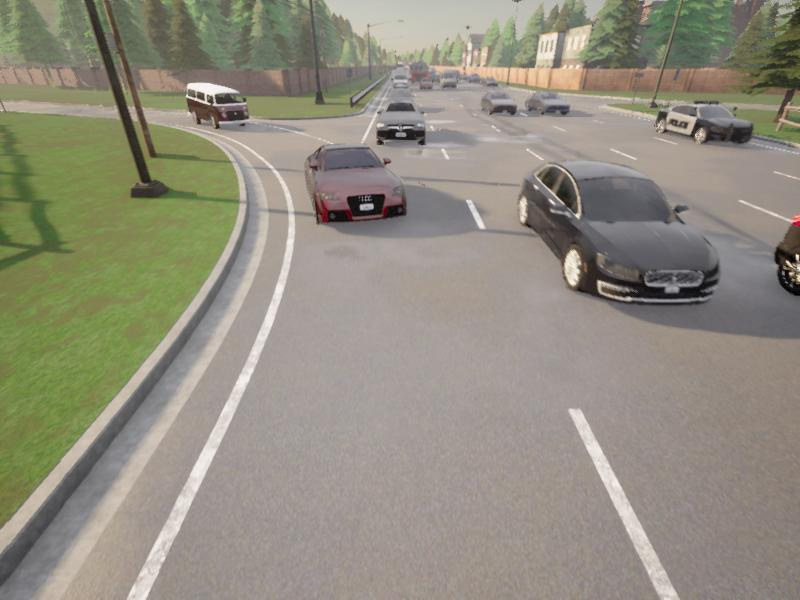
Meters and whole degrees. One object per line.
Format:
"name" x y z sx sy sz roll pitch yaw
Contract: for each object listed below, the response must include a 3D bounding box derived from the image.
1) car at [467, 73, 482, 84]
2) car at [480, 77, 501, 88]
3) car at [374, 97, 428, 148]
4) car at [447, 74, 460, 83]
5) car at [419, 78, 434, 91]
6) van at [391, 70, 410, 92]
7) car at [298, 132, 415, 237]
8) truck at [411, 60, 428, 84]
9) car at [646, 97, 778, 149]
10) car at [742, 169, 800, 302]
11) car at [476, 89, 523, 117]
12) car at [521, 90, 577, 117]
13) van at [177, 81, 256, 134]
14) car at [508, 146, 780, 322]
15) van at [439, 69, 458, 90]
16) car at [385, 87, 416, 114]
"car" 14.109 -42.113 75.951 2.097 1.767 4.553 0 30 0
"car" 14.110 -34.139 62.754 2.033 1.411 5.357 0 30 0
"car" 0.042 -8.404 18.686 2.152 1.651 5.027 0 30 0
"car" 10.613 -44.103 79.732 1.970 1.475 3.806 0 30 0
"car" 3.583 -29.639 54.953 1.845 1.501 3.633 0 30 0
"van" 0.081 -29.391 53.644 2.351 2.431 6.366 0 30 0
"car" -1.246 -3.040 9.797 1.994 1.385 4.181 -8 31 -14
"truck" 3.605 -43.970 77.095 2.891 3.827 8.468 0 30 0
"car" 14.039 -8.335 18.548 1.930 1.638 5.238 0 30 0
"car" 7.025 -0.104 4.497 2.242 1.667 4.611 0 30 0
"car" 7.051 -14.320 28.988 2.033 1.411 5.357 0 30 0
"car" 10.551 -14.230 28.835 2.033 1.411 5.357 0 30 0
"van" -10.265 -10.840 22.370 4.480 2.038 2.069 30 41 35
"car" 3.526 -1.566 7.163 1.837 1.490 4.892 0 30 0
"van" 7.086 -32.422 58.699 1.988 2.561 5.915 0 30 0
"car" 0.053 -15.305 30.582 2.163 1.488 4.792 0 30 0
